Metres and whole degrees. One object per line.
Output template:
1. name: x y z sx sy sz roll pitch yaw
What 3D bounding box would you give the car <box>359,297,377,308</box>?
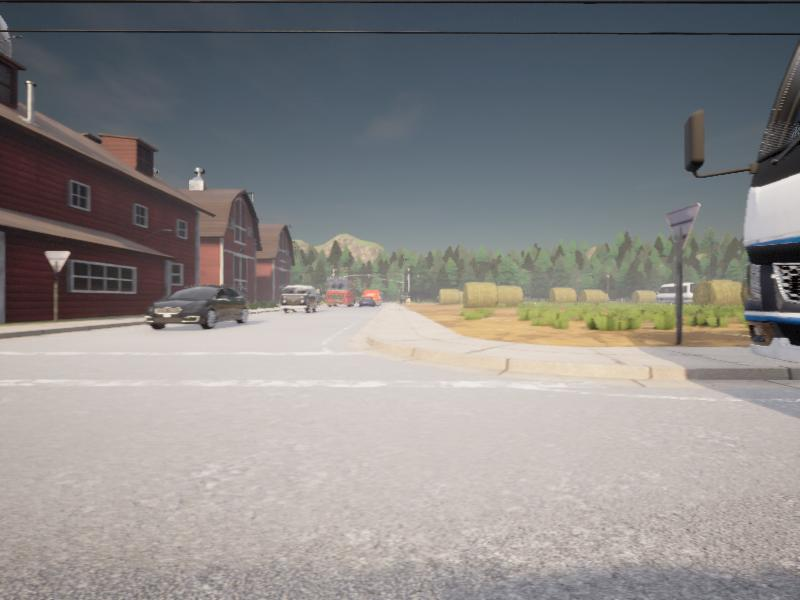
1. car: -4.071 0.267 51.672 1.994 1.385 4.181 0 0 0

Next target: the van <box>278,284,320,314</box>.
1. van: -7.234 -0.058 29.105 2.069 2.038 4.480 0 0 -2

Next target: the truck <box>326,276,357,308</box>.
1. truck: -7.551 -0.996 52.629 2.891 3.827 8.468 1 0 -1

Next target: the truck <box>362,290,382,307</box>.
1. truck: -4.200 -0.272 60.844 2.627 2.467 5.204 0 0 -1

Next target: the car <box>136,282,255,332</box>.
1. car: -7.038 0.217 14.481 1.837 1.490 4.892 0 0 -1

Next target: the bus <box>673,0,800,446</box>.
1. bus: 7.970 -1.139 2.115 10.273 4.253 3.944 -1 0 1
